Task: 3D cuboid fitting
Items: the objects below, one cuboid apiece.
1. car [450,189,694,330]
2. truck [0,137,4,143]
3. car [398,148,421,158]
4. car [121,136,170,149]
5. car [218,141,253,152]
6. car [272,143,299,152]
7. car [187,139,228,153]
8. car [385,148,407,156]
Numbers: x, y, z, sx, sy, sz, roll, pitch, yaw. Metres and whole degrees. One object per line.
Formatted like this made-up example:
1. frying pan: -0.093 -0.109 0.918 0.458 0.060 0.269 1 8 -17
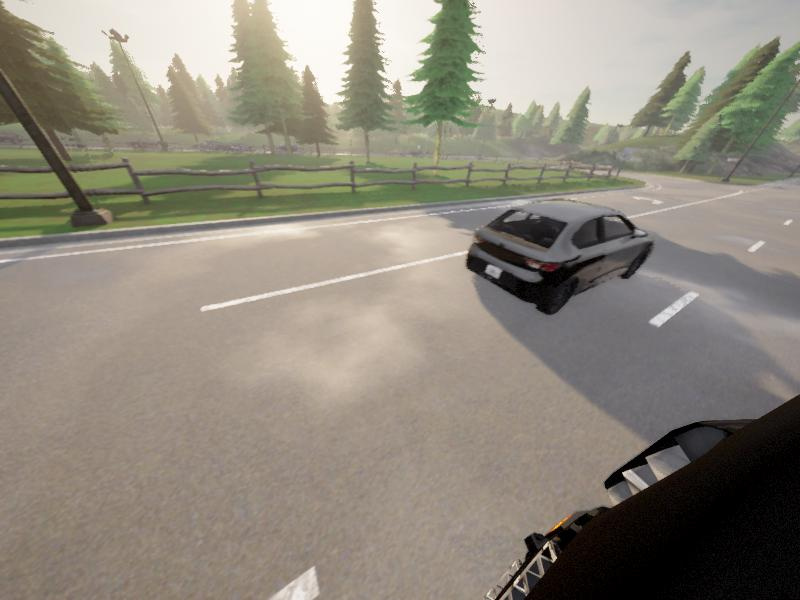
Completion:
1. car: 3.313 -1.150 4.548 4.193 1.474 1.816 -16 38 -26
2. truck: -63.285 -23.739 32.943 6.274 2.098 2.390 -16 38 -26
3. car: 2.168 -35.046 54.983 5.027 1.651 2.152 -5 34 -11
4. car: -43.412 -26.972 39.620 5.238 1.638 1.930 -16 38 -26
5. car: -30.403 -28.397 42.776 4.974 1.542 2.038 -16 38 -25
6. car: -25.733 -34.212 51.803 5.008 1.535 1.882 -16 38 -25
7. car: -31.961 -25.746 38.623 4.856 1.649 2.033 -16 38 -26
8. car: -0.975 -38.048 59.311 5.366 1.575 1.801 -4 34 -10
